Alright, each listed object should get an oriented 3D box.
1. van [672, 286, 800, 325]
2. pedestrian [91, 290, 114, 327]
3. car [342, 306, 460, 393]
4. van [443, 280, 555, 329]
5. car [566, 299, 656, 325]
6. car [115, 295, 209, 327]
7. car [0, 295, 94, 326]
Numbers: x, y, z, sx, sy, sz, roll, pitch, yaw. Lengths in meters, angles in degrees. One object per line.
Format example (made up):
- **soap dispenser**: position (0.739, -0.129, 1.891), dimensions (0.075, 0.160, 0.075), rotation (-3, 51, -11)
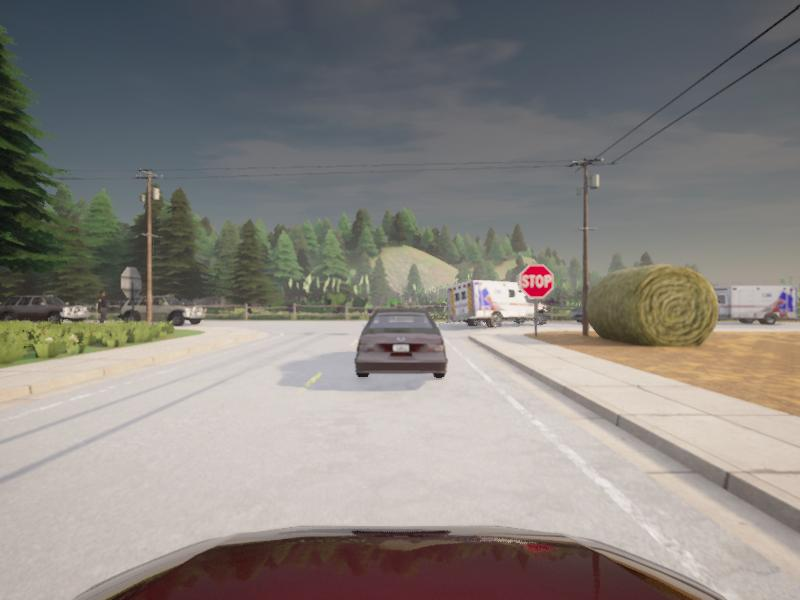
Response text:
- **van**: position (21.585, 0.341, 25.865), dimensions (6.366, 2.431, 2.351), rotation (0, 0, 3)
- **pedestrian**: position (-15.253, 0.449, 20.538), dimensions (0.751, 1.860, 0.751), rotation (0, 0, -15)
- **car**: position (0.027, 0.894, 9.524), dimensions (2.033, 1.411, 5.357), rotation (0, 0, 0)
- **van**: position (5.921, 0.348, 23.646), dimensions (6.366, 2.431, 2.351), rotation (1, -9, -30)
- **car**: position (13.730, 0.741, 26.266), dimensions (4.856, 1.649, 2.033), rotation (0, 0, 3)
- **car**: position (-14.265, 0.616, 24.117), dimensions (4.605, 1.855, 1.932), rotation (0, 0, 5)
- **car**: position (-21.797, 0.616, 24.531), dimensions (4.605, 1.855, 1.932), rotation (0, 0, 2)
